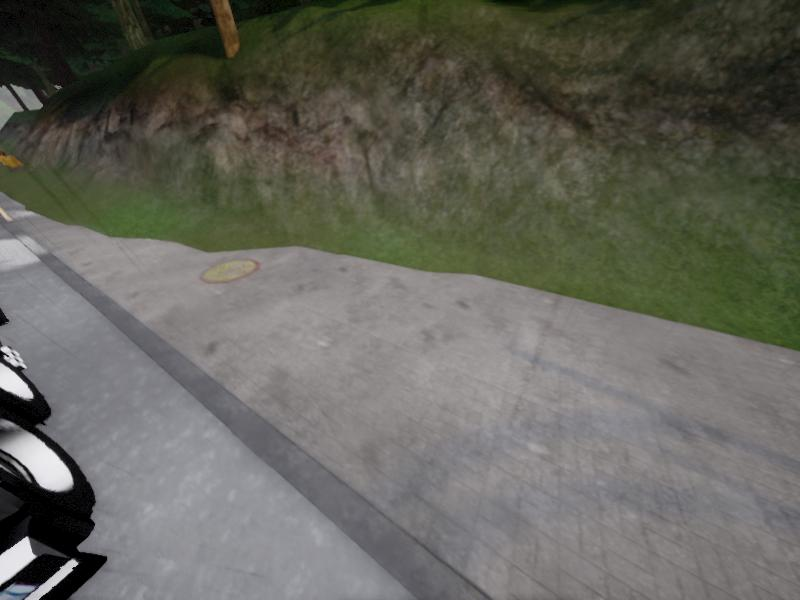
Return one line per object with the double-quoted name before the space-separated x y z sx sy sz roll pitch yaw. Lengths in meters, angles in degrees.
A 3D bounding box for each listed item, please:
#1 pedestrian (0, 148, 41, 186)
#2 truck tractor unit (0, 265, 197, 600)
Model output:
"pedestrian" -22.615 -7.832 13.586 0.751 1.860 0.751 29 44 35
"truck tractor unit" -5.114 -0.298 0.783 6.516 4.208 3.053 18 39 24
